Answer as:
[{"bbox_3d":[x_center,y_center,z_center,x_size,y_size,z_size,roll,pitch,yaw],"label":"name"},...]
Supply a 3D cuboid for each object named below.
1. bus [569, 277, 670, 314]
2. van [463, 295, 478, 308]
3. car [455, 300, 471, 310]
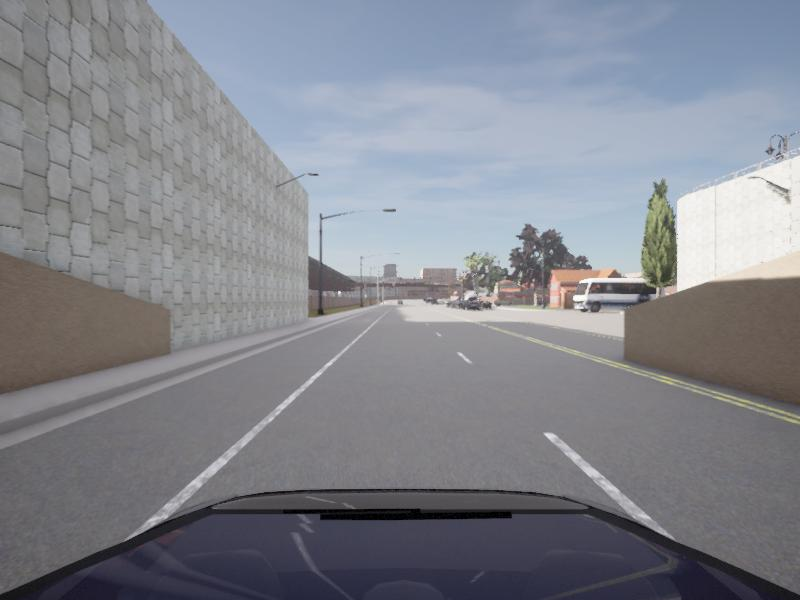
[{"bbox_3d":[26.986,-0.540,49.561,10.273,4.253,3.944,0,0,-1],"label":"bus"},{"bbox_3d":[14.027,0.307,79.484,1.988,2.561,5.915,0,0,0],"label":"van"},{"bbox_3d":[10.541,0.832,67.256,1.837,1.490,4.892,0,0,0],"label":"car"}]
